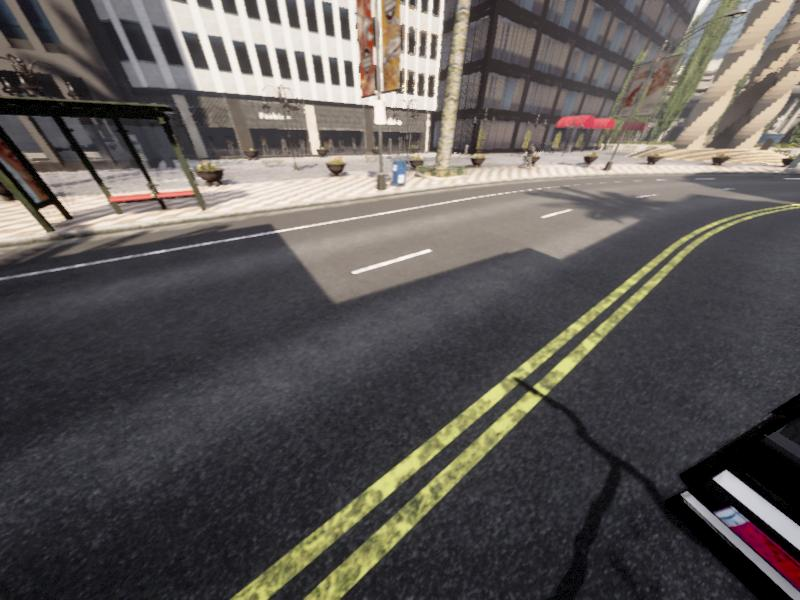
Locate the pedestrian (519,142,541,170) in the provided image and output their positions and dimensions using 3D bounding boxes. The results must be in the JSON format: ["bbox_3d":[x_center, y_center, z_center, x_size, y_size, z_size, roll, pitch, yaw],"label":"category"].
[{"bbox_3d":[10.588,-11.735,18.854,0.751,1.860,0.751,-4,35,-7],"label":"pedestrian"}]

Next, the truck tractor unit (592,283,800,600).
[{"bbox_3d":[5.254,-0.126,0.554,6.516,4.208,3.053,-12,37,-17],"label":"truck tractor unit"}]
